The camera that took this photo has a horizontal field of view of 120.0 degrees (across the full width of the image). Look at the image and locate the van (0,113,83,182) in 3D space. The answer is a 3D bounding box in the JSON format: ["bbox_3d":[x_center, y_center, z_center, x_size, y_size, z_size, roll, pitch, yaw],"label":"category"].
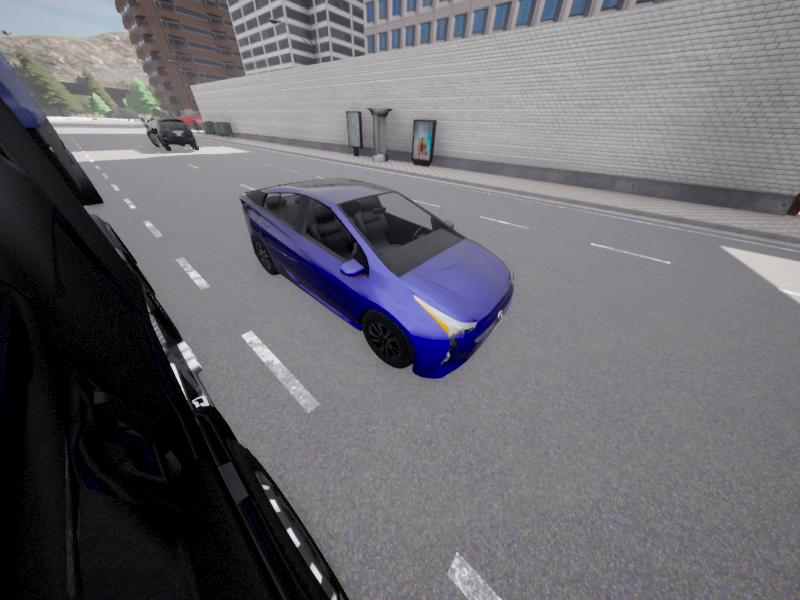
[{"bbox_3d":[-15.688,-6.507,9.677,4.480,2.038,2.069,29,44,32],"label":"van"}]

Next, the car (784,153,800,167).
[{"bbox_3d":[55.918,-19.059,31.545,2.033,1.411,5.357,28,44,30],"label":"car"}]

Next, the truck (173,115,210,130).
[{"bbox_3d":[-47.285,-40.328,52.603,2.627,2.467,5.204,28,44,30],"label":"truck"}]

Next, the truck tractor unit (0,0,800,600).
[{"bbox_3d":[-2.645,-0.295,0.352,6.516,4.208,3.053,28,44,30],"label":"truck tractor unit"}]

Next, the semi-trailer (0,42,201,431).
[{"bbox_3d":[-8.690,-3.612,4.235,14.254,4.402,2.717,28,44,30],"label":"semi-trailer"}]

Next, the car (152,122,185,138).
[{"bbox_3d":[-30.311,-22.232,30.223,4.193,1.474,1.816,28,44,30],"label":"car"}]

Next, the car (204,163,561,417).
[{"bbox_3d":[-0.641,-0.865,3.483,4.514,1.525,2.007,28,44,30],"label":"car"}]

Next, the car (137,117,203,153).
[{"bbox_3d":[-18.788,-13.558,18.875,5.566,2.045,2.150,28,44,30],"label":"car"}]
